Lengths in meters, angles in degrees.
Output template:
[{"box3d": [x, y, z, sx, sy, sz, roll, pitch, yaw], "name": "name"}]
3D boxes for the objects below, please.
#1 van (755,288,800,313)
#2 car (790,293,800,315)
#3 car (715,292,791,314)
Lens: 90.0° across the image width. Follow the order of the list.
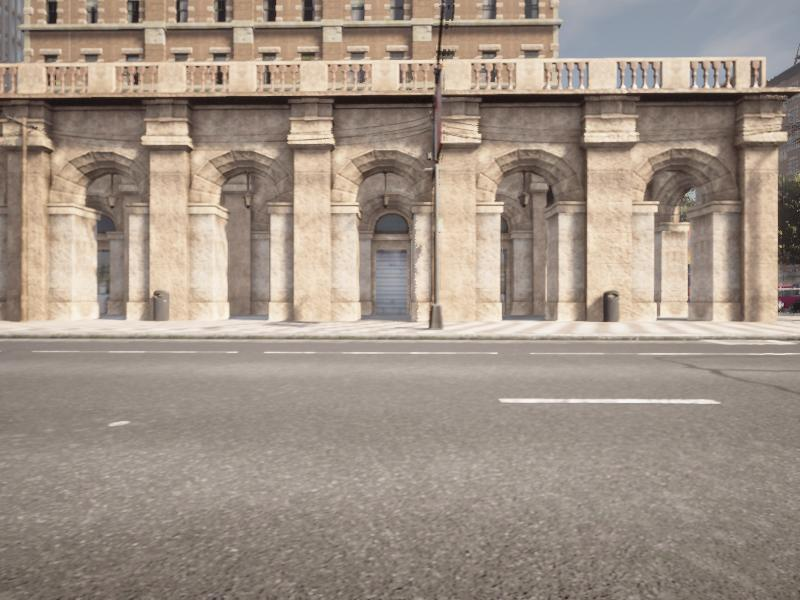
[{"box3d": [32.338, 0.033, 33.279, 1.775, 1.987, 4.442, 0, 0, 1], "name": "van"}, {"box3d": [28.693, 0.256, 25.907, 2.038, 1.542, 4.974, 0, 0, 1], "name": "car"}, {"box3d": [28.831, 0.208, 32.963, 2.033, 1.649, 4.856, 0, 0, 1], "name": "car"}]
